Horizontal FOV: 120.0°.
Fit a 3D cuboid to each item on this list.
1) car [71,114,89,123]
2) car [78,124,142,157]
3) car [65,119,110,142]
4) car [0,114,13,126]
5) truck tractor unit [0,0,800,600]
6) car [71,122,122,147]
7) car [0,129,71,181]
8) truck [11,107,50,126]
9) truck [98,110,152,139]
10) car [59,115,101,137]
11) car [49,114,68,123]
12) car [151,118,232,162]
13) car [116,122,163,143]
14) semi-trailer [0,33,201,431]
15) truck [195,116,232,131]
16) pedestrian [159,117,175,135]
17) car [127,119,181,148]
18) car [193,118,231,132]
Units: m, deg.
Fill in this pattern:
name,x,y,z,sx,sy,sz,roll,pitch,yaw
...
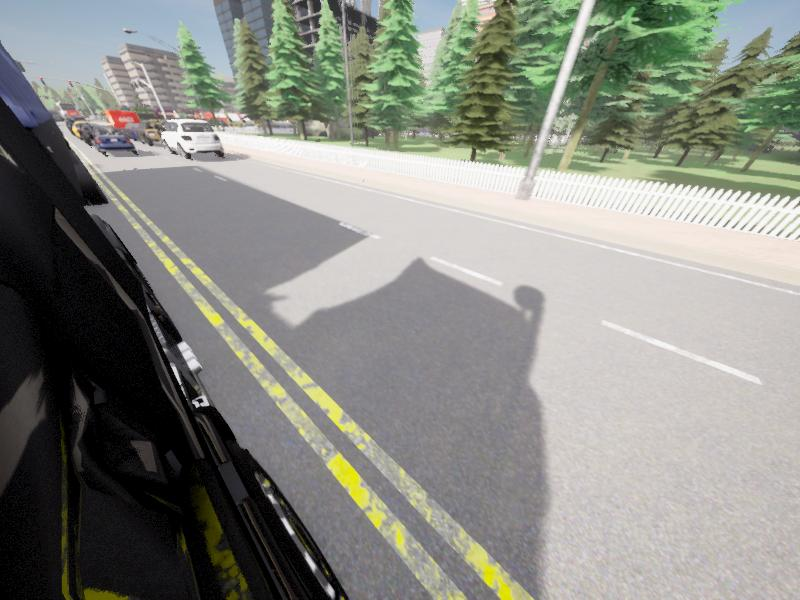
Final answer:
name,x,y,z,sx,sy,sz,roll,pitch,yaw
car,-81.747,-46.265,58.954,5.238,1.638,1.930,28,44,30
car,-19.325,-10.674,15.401,3.705,1.549,1.789,28,44,29
car,-30.699,-16.667,22.670,5.366,1.575,1.801,28,44,29
car,-64.947,-29.175,37.358,4.674,1.442,1.812,28,44,30
truck tractor unit,-2.645,-0.295,0.351,6.516,4.208,3.053,28,44,30
car,-25.324,-13.796,19.259,4.193,1.474,1.816,28,44,30
car,-16.016,-6.185,9.681,3.806,1.475,1.970,28,44,30
truck,-65.779,-32.758,41.228,5.204,2.467,2.627,28,44,30
truck,-31.927,-20.402,26.833,5.204,2.467,2.627,28,44,30
car,-36.118,-19.640,26.053,4.605,1.855,1.932,28,44,30
car,-83.713,-44.498,56.632,4.514,1.525,2.007,28,44,30
car,-14.050,-10.827,15.515,5.566,2.045,2.150,28,44,30
car,-27.034,-17.423,23.986,4.792,1.488,2.163,28,44,30
semi-trailer,-8.648,-3.637,4.280,14.254,4.402,2.717,29,44,30
truck,-41.145,-39.054,51.149,2.627,2.467,5.204,26,43,28
pedestrian,-30.845,-23.015,30.597,0.751,1.860,0.751,28,44,30
car,-21.997,-14.938,20.649,4.605,1.855,1.932,28,44,30
car,-39.368,-36.799,48.595,2.150,2.045,5.566,27,43,28
